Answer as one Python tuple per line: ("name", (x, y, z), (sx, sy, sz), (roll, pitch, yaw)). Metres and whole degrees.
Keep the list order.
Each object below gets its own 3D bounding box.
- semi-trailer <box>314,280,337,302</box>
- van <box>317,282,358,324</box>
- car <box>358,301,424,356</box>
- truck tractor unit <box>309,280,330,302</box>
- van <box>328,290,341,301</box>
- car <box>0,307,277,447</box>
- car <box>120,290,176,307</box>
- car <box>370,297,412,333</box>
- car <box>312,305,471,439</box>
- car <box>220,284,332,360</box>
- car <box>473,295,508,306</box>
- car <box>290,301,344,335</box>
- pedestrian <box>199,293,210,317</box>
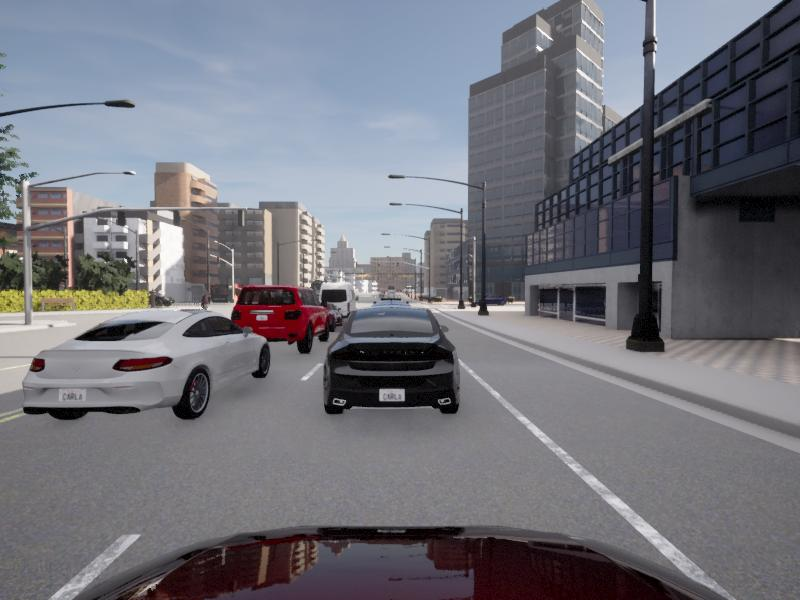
("semi-trailer", (-15.913, -1.960, 86.472), (2.717, 4.402, 14.254), (0, 1, -2))
("van", (-4.109, 0.127, 27.401), (1.988, 2.561, 5.915), (0, 1, -1))
("car", (-0.303, 0.818, 13.945), (1.882, 1.535, 5.008), (0, 0, -1))
("truck tractor unit", (-15.705, -1.752, 78.557), (3.053, 4.208, 6.516), (0, 1, -1))
("van", (-16.151, -1.115, 99.095), (2.351, 2.431, 6.366), (0, 1, -1))
("car", (-3.644, 0.882, 6.694), (1.812, 1.442, 4.674), (0, 0, -1))
("car", (-31.155, -0.174, 49.607), (5.566, 2.045, 2.150), (0, 2, -1))
("car", (-0.475, 0.699, 21.249), (1.930, 1.638, 5.238), (0, 1, -1))
("car", (-0.149, 0.857, 7.057), (1.837, 1.490, 4.892), (0, 0, -1))
("car", (-3.805, 0.564, 13.567), (2.150, 2.045, 5.566), (0, 0, -1))
("car", (12.127, 0.028, 53.711), (4.193, 1.474, 1.816), (0, 2, -1))
("car", (-4.026, 0.806, 20.241), (1.812, 1.442, 4.674), (0, 0, -1))
("pedestrian", (-15.391, 0.362, 31.482), (0.751, 1.860, 0.751), (-1, 2, -22))
